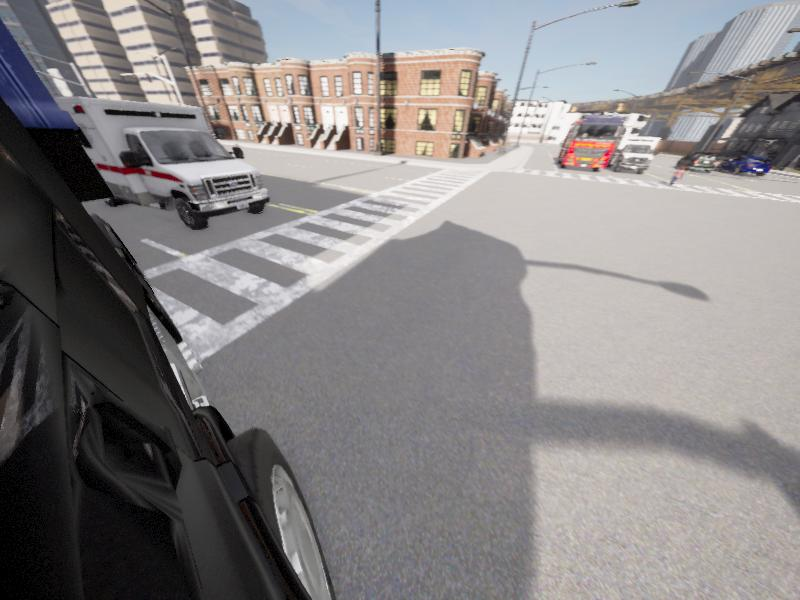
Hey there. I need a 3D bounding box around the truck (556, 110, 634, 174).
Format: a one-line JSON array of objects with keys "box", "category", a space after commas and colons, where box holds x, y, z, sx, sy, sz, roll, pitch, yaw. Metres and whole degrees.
[{"box": [16.429, -13.934, 20.357, 2.891, 3.827, 8.468, 18, 39, 20], "category": "truck"}]

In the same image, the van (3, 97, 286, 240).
[{"box": [-6.734, -3.849, 6.377, 6.366, 2.431, 2.351, 18, 39, 19], "category": "van"}]

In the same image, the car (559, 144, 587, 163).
[{"box": [20.022, -17.167, 26.913, 1.837, 1.490, 4.892, 18, 39, 20], "category": "car"}]

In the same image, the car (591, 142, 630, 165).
[{"box": [23.292, -16.442, 25.835, 1.932, 1.855, 4.605, 18, 39, 20], "category": "car"}]

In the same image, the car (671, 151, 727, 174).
[{"box": [28.865, -13.466, 22.474, 1.789, 1.549, 3.705, 18, 39, 20], "category": "car"}]

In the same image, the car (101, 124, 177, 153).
[{"box": [-20.468, -12.724, 18.151, 5.008, 1.535, 1.882, 19, 39, 20], "category": "car"}]

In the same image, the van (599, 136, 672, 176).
[{"box": [19.820, -12.598, 19.960, 2.351, 2.431, 6.366, 19, 39, 20], "category": "van"}]

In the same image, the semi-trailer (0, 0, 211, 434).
[{"box": [-9.336, -3.069, 3.475, 14.254, 4.402, 2.717, 20, 40, 22], "category": "semi-trailer"}]

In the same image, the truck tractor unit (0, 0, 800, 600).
[{"box": [-2.645, -0.295, 0.351, 6.516, 4.208, 3.053, 28, 44, 30], "category": "truck tractor unit"}]

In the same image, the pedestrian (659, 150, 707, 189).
[{"box": [16.115, -7.457, 13.218, 0.751, 1.860, 0.751, -12, 39, -19], "category": "pedestrian"}]

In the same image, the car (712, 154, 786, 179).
[{"box": [32.125, -12.542, 21.541, 1.812, 1.442, 4.674, 18, 39, 20], "category": "car"}]
